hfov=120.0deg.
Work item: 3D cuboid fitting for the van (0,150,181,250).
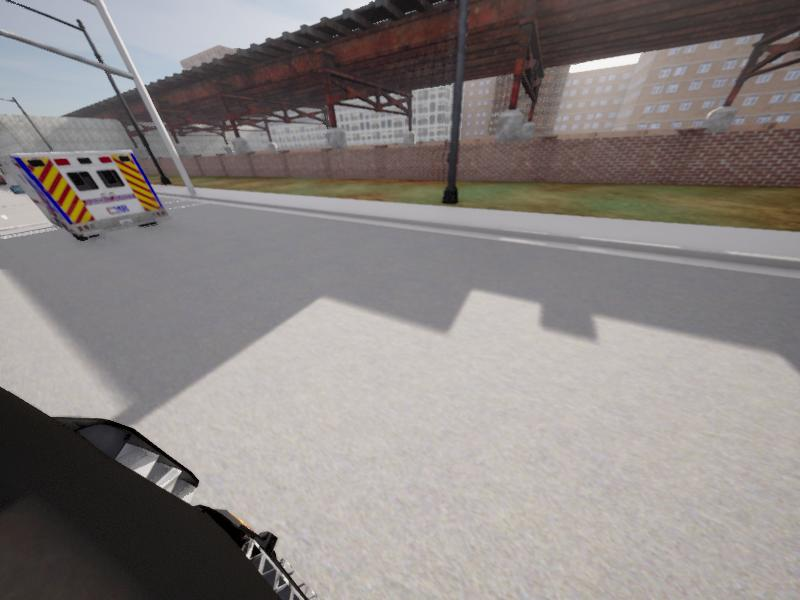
[{"bbox_3d":[-11.463,-3.862,8.405,6.366,2.431,2.351,16,38,26],"label":"van"}]

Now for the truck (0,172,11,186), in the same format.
[{"bbox_3d":[-56.864,-17.440,30.864,8.468,3.827,2.891,16,38,26],"label":"truck"}]
